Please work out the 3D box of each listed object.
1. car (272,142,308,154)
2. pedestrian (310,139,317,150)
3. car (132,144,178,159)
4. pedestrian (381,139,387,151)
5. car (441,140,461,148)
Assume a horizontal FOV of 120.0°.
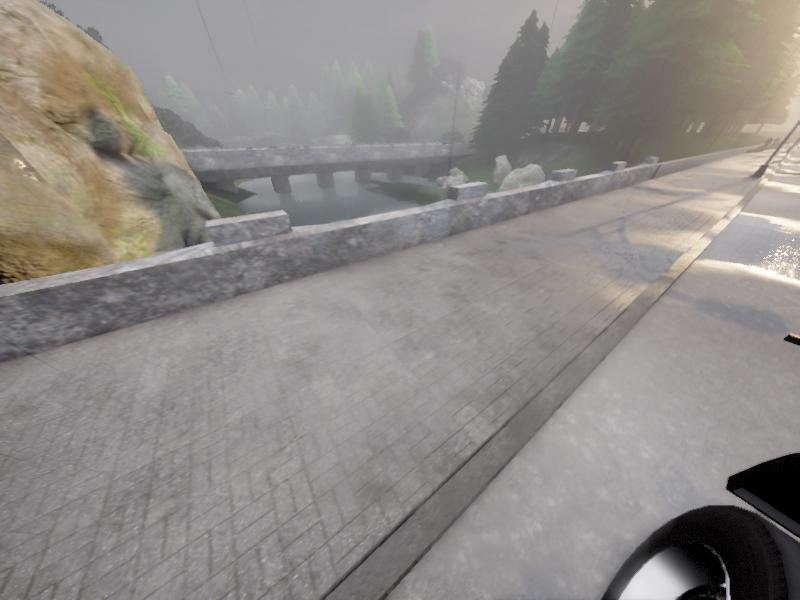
[{"bbox_3d":[-19.578,-27.111,41.101,5.238,1.638,1.930,-22,41,-28],"label":"car"},{"bbox_3d":[-18.862,-33.962,50.395,0.751,1.860,0.751,-21,40,-26],"label":"pedestrian"},{"bbox_3d":[-34.465,-21.078,32.712,3.988,1.617,1.851,-22,41,-28],"label":"car"},{"bbox_3d":[-3.145,-30.274,45.025,0.751,1.860,0.751,-22,41,-28],"label":"pedestrian"},{"bbox_3d":[13.262,-40.332,59.640,5.008,1.535,1.882,-22,41,-28],"label":"car"}]
